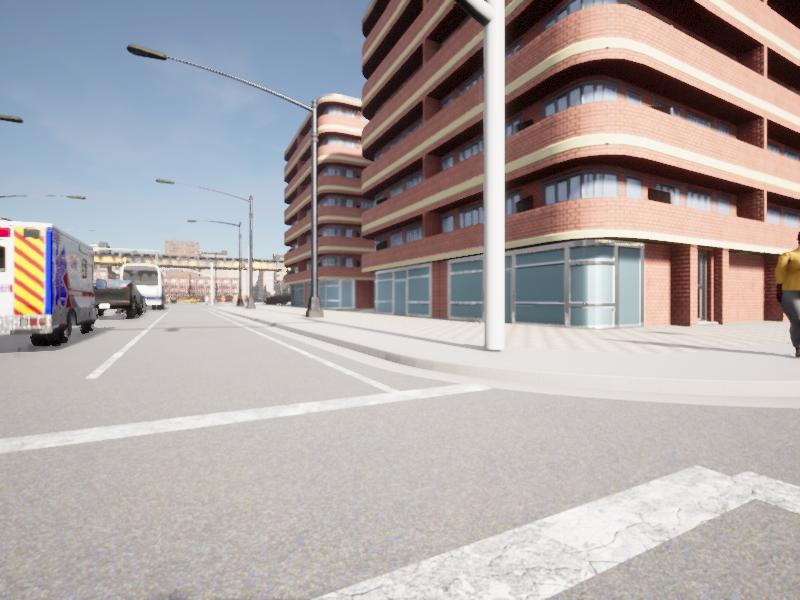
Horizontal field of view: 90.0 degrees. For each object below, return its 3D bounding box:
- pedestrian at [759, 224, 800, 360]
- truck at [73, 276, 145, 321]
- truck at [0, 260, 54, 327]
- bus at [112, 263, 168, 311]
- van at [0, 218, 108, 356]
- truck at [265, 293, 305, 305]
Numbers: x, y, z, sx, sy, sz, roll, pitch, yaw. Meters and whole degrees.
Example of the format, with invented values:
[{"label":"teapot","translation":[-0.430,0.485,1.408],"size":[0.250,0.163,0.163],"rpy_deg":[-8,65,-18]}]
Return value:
[{"label":"pedestrian","translation":[5.851,-0.115,5.763],"size":[0.751,1.860,0.751],"rpy_deg":[0,0,16]},{"label":"truck","translation":[-15.806,-0.062,22.119],"size":[2.390,2.098,6.274],"rpy_deg":[0,0,-28]},{"label":"truck","translation":[-16.753,-0.248,16.576],"size":[2.627,2.467,5.204],"rpy_deg":[0,0,-28]},{"label":"bus","translation":[-25.970,-1.142,40.534],"size":[3.944,4.253,10.273],"rpy_deg":[0,0,-29]},{"label":"van","translation":[-8.969,-0.225,9.593],"size":[2.351,2.431,6.366],"rpy_deg":[0,0,-28]},{"label":"truck","translation":[-20.145,-0.219,70.222],"size":[6.274,2.098,2.390],"rpy_deg":[-1,0,-27]}]
